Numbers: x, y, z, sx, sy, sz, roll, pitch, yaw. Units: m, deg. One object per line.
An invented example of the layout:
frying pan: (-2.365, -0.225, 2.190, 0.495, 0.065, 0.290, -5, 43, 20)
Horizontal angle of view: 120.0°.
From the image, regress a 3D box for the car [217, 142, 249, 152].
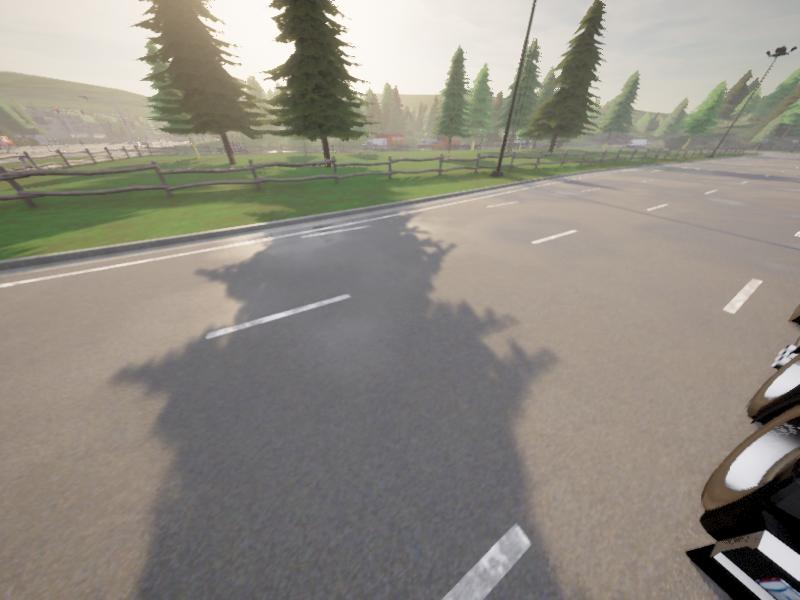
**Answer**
car: (-34.230, -31.411, 47.442, 5.027, 1.651, 2.152, -18, 39, -24)

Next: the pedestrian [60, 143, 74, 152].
pedestrian: (-64.092, -29.357, 44.480, 0.751, 1.300, 0.751, -10, 36, -15)

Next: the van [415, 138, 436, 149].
van: (7.752, -47.679, 70.335, 5.915, 2.561, 1.988, -18, 39, -24)

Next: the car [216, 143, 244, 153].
car: (-32.848, -29.551, 44.794, 3.988, 1.617, 1.851, -18, 39, -24)

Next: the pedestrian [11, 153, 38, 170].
pedestrian: (-29.314, -10.827, 18.047, 0.500, 1.100, 0.500, -15, 38, -21)

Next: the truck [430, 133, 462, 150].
truck: (13.133, -45.324, 65.901, 8.468, 3.827, 2.891, -18, 39, -24)

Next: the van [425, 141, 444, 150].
van: (9.163, -40.978, 61.236, 4.442, 1.987, 1.775, -18, 39, -24)

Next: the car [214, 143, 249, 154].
car: (-30.769, -27.925, 42.459, 4.856, 1.649, 2.033, -18, 39, -24)

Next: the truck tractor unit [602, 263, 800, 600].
truck tractor unit: (5.109, -0.303, 0.785, 6.516, 4.208, 3.053, -18, 39, -24)

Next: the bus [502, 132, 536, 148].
bus: (40.488, -54.256, 78.593, 10.273, 4.253, 3.944, -18, 39, -24)

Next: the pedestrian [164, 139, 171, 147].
pedestrian: (-68.343, -46.169, 67.830, 0.751, 1.860, 0.751, -19, 39, -25)

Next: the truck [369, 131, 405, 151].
truck: (-3.189, -40.049, 58.183, 8.468, 3.827, 2.891, -18, 39, -24)

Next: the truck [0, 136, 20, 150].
truck: (-86.505, -33.705, 49.558, 2.627, 2.467, 5.204, -18, 39, -25)
